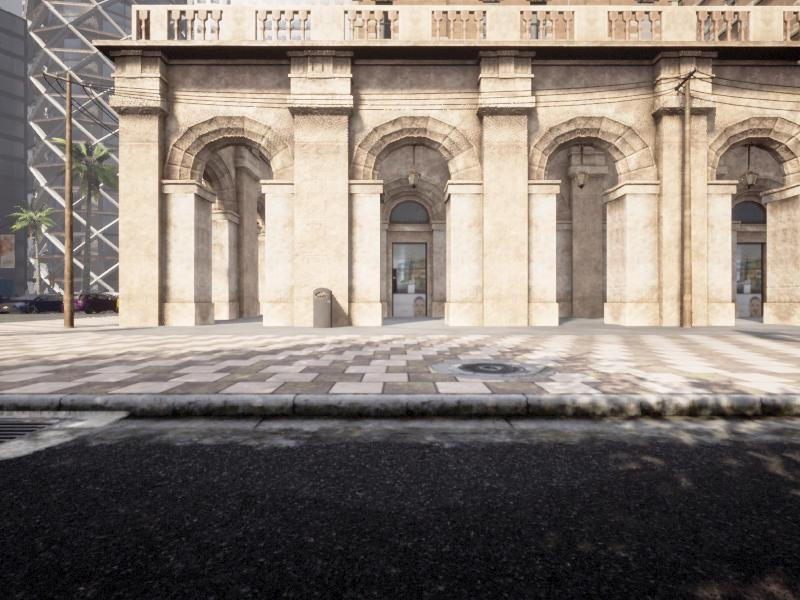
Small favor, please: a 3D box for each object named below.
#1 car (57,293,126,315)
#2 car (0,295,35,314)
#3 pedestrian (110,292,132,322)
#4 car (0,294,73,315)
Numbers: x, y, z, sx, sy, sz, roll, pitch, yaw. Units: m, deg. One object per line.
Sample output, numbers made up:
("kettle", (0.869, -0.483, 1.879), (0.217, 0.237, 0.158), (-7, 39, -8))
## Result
("car", (-22.326, 0.254, 29.207), (1.816, 1.474, 4.193), (0, 0, 0))
("car", (-29.334, 0.307, 29.005), (1.994, 1.385, 4.181), (0, 0, -1))
("pedestrian", (-10.726, 0.265, 15.407), (0.500, 1.100, 0.500), (0, 0, 0))
("car", (-25.830, 0.307, 28.246), (1.994, 1.385, 4.181), (0, 0, 0))
